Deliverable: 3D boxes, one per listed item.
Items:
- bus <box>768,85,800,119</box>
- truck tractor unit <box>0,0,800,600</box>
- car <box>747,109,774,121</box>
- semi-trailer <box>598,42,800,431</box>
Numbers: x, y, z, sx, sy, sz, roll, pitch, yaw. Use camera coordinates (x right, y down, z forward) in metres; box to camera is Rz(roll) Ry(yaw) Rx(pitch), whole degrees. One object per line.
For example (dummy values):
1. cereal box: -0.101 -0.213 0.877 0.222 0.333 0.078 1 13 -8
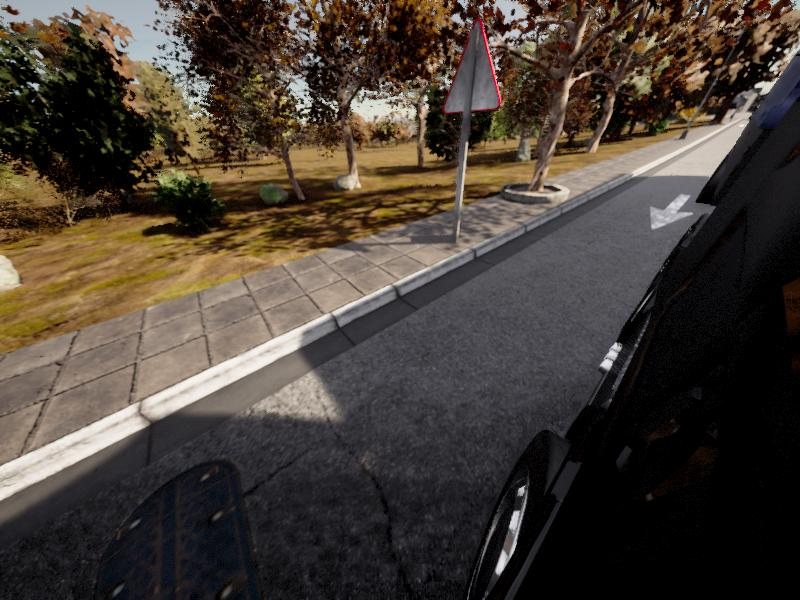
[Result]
1. bus: 67.369 -33.453 39.012 10.273 4.253 3.944 -28 44 -29
2. truck tractor unit: 2.645 -0.295 0.352 6.516 4.208 3.053 -28 44 -30
3. car: 60.426 -31.036 38.739 4.181 1.385 1.994 -28 44 -29
4. semi-trailer: 8.682 -3.627 4.228 14.254 4.402 2.717 -28 44 -30
